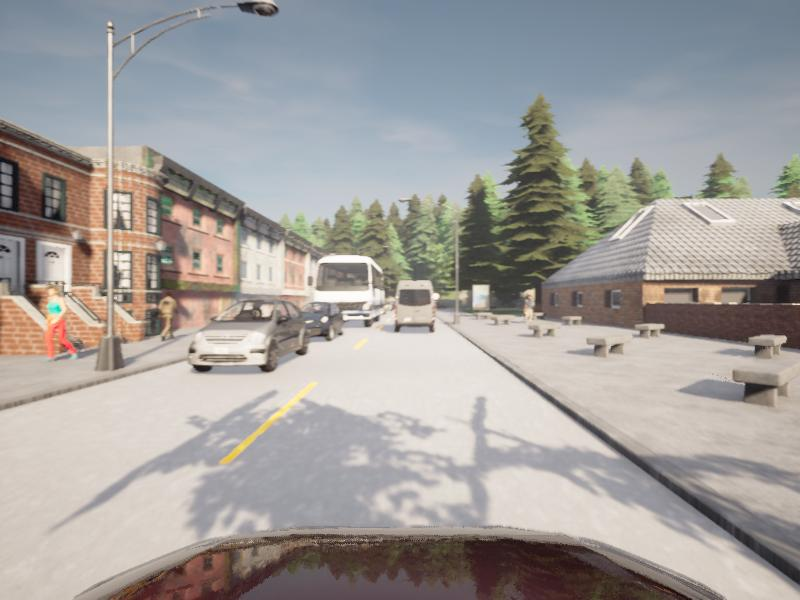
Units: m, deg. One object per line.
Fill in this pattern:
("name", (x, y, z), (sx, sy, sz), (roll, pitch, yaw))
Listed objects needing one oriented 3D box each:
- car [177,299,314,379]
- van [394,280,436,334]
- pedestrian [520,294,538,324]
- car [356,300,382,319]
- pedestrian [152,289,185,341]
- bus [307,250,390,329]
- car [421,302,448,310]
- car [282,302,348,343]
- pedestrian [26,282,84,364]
("car", (-3.580, 0.784, 10.136), (1.851, 1.617, 3.988), (0, 0, 2))
("van", (0.808, 0.320, 21.916), (1.988, 2.561, 5.915), (0, 0, 2))
("pedestrian", (8.038, 0.536, 24.959), (0.751, 1.860, 0.751), (0, 0, -19))
("car", (-2.717, 0.794, 36.021), (1.801, 1.575, 5.366), (0, 0, 2))
("pedestrian", (-8.386, 0.524, 14.526), (0.751, 1.860, 0.751), (0, 0, 0))
("bus", (-2.906, -0.540, 26.724), (3.944, 4.253, 10.273), (0, 0, 2))
("car", (6.258, 1.083, 73.199), (4.674, 1.442, 1.812), (0, 0, -21))
("car", (-3.366, 0.821, 16.492), (1.845, 1.501, 3.633), (0, 0, 2))
("pedestrian", (-8.194, 0.524, 9.528), (0.751, 1.860, 0.751), (0, 0, 9))
